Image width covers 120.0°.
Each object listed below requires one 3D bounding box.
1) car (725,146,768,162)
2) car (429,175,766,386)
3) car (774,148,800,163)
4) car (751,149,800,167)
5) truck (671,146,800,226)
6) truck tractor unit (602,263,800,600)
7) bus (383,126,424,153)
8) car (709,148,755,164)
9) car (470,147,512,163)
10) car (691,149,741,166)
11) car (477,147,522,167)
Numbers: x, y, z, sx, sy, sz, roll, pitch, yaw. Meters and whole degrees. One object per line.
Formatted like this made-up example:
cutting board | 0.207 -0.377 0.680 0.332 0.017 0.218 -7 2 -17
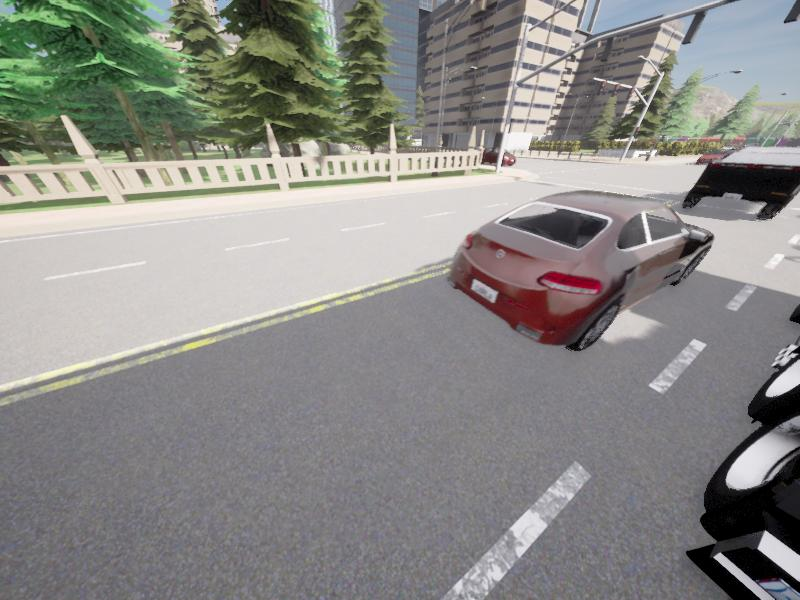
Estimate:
car | 47.321 -19.948 31.569 4.856 1.649 2.033 -18 39 -24
car | 3.249 -0.944 3.958 5.027 1.651 2.152 -18 39 -24
car | 53.689 -19.669 31.319 4.902 1.511 2.128 -18 39 -24
car | 42.122 -15.903 25.807 4.974 1.542 2.038 -18 39 -24
truck | 14.062 -4.842 9.220 6.274 2.098 2.390 -21 40 -27
truck tractor unit | 5.106 -0.306 0.782 6.516 4.208 3.053 -18 39 -24
bus | 0.492 -34.183 49.356 3.944 4.253 10.273 -18 39 -24
car | 41.295 -17.942 28.729 4.974 1.542 2.038 -18 39 -24
car | 11.339 -18.359 29.177 1.812 1.442 4.674 -18 39 -24
car | 35.863 -16.209 26.204 4.514 1.525 2.007 -17 38 -23
car | 10.414 -15.270 24.592 1.851 1.617 3.988 -17 38 -23
